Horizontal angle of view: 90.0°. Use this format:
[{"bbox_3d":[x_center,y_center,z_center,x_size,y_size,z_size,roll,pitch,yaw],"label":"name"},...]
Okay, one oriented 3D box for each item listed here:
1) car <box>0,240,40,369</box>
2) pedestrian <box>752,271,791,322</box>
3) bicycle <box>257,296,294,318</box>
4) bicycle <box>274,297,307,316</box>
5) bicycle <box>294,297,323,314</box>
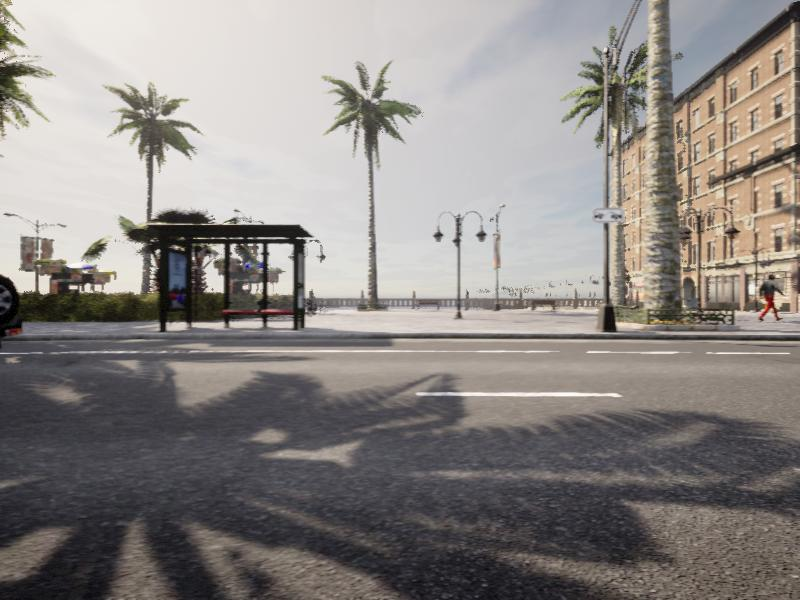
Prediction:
[{"bbox_3d":[-8.039,0.050,5.310,4.605,1.855,1.932,0,0,-5],"label":"car"},{"bbox_3d":[13.831,-0.114,14.908,0.751,1.860,0.751,0,0,-2],"label":"pedestrian"},{"bbox_3d":[-5.856,0.333,18.879,1.643,1.024,0.373,0,0,4],"label":"bicycle"},{"bbox_3d":[-5.708,0.333,20.886,1.643,1.024,0.373,0,0,4],"label":"bicycle"},{"bbox_3d":[-5.486,0.332,23.895,1.643,1.024,0.373,0,0,4],"label":"bicycle"}]
